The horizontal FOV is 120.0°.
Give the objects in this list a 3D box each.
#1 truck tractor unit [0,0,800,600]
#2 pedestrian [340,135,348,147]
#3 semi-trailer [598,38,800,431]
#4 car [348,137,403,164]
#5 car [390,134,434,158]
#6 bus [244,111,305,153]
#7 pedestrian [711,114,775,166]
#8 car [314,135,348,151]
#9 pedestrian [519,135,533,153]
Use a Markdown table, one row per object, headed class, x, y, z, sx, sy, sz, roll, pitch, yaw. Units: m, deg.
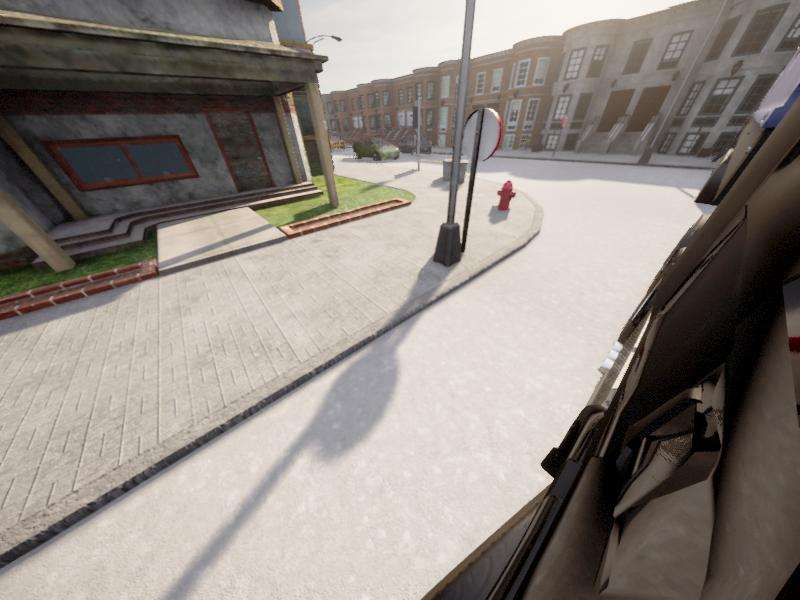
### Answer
| class | x | y | z | sx | sy | sz | roll | pitch | yaw |
| --- | --- | --- | --- | --- | --- | --- | --- | --- | --- |
| truck tractor unit | 2.645 | -0.295 | 0.351 | 6.516 | 4.208 | 3.053 | -28 | 44 | -30 |
| pedestrian | -7.945 | -22.648 | 32.872 | 0.751 | 1.300 | 0.751 | -14 | 38 | -14 |
| semi-trailer | 8.666 | -3.636 | 4.245 | 14.254 | 4.402 | 2.717 | -29 | 44 | -30 |
| car | -2.007 | -12.067 | 18.497 | 2.007 | 1.525 | 4.514 | -28 | 44 | -30 |
| car | 0.995 | -13.685 | 20.449 | 1.845 | 1.501 | 3.633 | -28 | 44 | -30 |
| bus | -18.224 | -24.245 | 33.402 | 3.944 | 4.253 | 10.273 | -29 | 44 | -30 |
| pedestrian | 15.599 | -7.297 | 10.568 | 0.751 | 1.860 | 0.751 | -22 | 41 | -24 |
| car | -9.056 | -20.544 | 30.134 | 1.801 | 1.575 | 5.366 | -28 | 44 | -30 |
| pedestrian | 9.854 | -12.188 | 18.045 | 0.500 | 1.100 | 0.500 | -21 | 41 | -22 |
